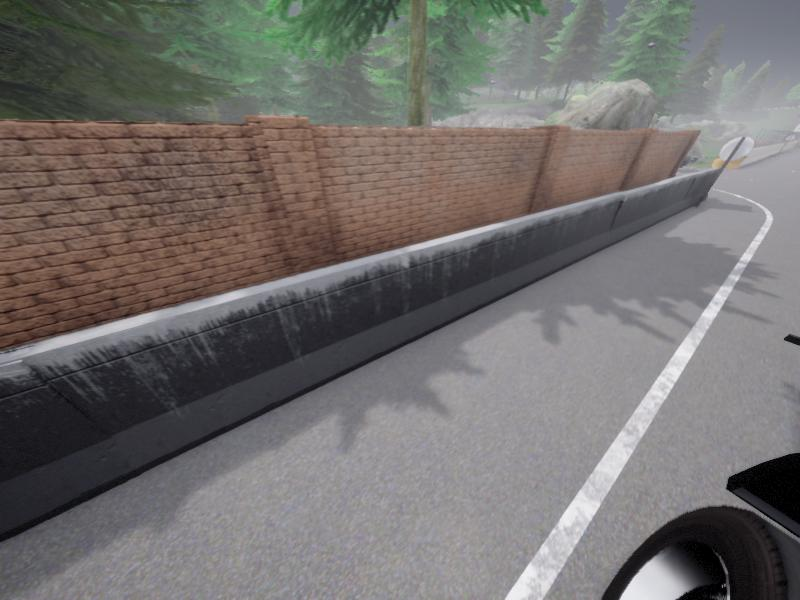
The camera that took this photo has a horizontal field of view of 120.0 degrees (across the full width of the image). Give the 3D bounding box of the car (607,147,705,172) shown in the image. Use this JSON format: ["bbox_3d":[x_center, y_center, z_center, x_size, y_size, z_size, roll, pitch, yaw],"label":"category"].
[{"bbox_3d":[19.643,-11.076,18.045,1.895,1.301,4.718,-20,41,-26],"label":"car"}]

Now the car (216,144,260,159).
[{"bbox_3d":[-23.096,-21.299,33.031,4.856,1.649,2.033,-21,40,-26],"label":"car"}]

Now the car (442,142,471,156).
[{"bbox_3d":[8.045,-21.672,32.992,1.789,1.549,3.705,-21,40,-26],"label":"car"}]

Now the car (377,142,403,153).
[{"bbox_3d":[-1.756,-26.523,40.081,2.128,1.511,4.902,-21,39,-26],"label":"car"}]
